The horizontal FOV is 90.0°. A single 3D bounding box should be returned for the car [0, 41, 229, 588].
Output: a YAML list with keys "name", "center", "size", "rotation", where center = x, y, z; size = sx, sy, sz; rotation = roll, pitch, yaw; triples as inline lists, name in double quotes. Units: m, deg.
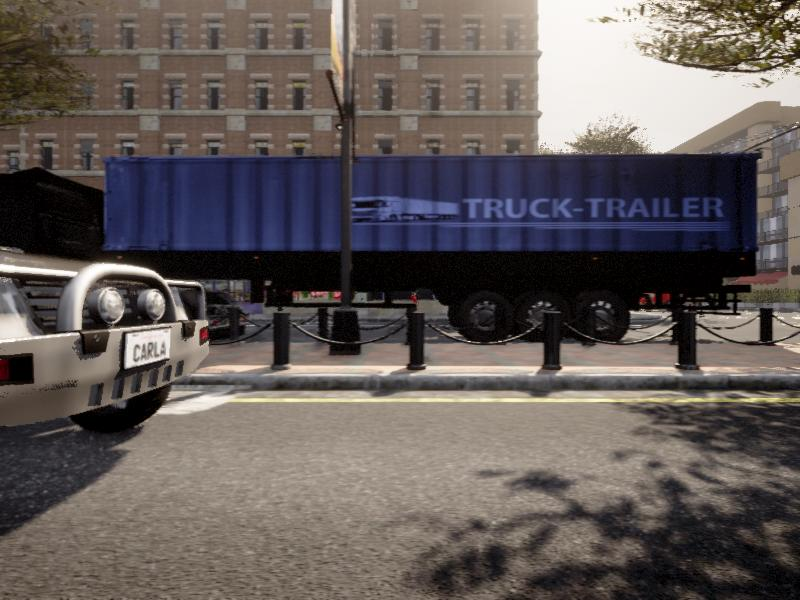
- name: "car"
  center: [-3.659, 0.054, 2.197]
  size: [4.605, 1.855, 1.932]
  rotation: [0, 0, 0]

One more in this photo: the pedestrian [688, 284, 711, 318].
- name: "pedestrian"
  center: [16.580, 0.034, 22.154]
  size: [0.751, 1.860, 0.751]
  rotation: [0, 0, -4]

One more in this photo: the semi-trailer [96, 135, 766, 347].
- name: "semi-trailer"
  center: [0.524, -1.217, 9.877]
  size: [14.254, 4.402, 2.717]
  rotation: [0, 0, 2]

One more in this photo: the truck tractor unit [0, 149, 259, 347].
- name: "truck tractor unit"
  center: [-7.386, -1.118, 10.096]
  size: [6.516, 4.208, 3.053]
  rotation: [0, 0, 1]
